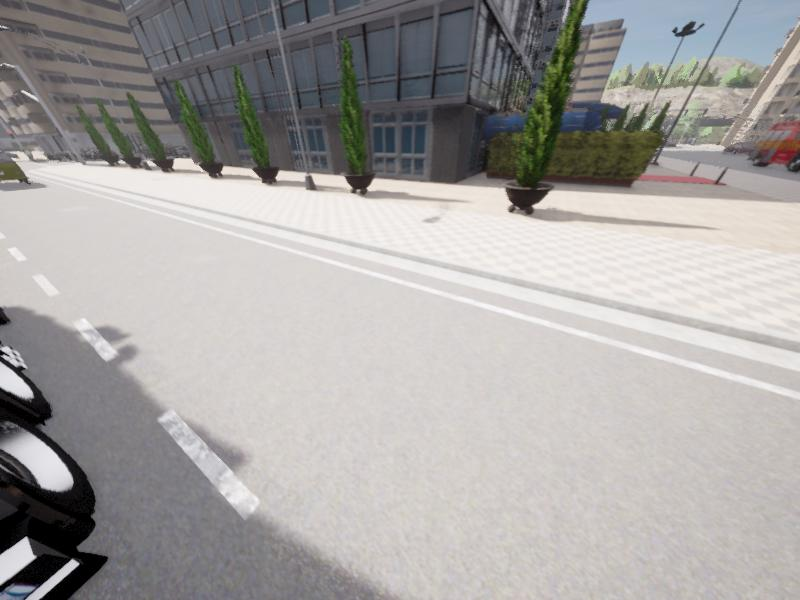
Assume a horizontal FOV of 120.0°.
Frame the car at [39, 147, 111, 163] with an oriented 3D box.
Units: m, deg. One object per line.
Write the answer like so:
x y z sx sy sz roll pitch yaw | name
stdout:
-43.475 -19.606 31.101 1.930 1.638 5.238 16 38 22 | car

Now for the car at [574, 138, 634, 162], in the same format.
23.798 -17.589 26.980 6.274 2.098 2.390 -18 39 -24 | car

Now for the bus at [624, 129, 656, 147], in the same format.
75.009 -50.745 72.494 3.944 4.253 10.273 18 39 24 | bus

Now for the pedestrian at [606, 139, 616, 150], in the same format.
44.258 -32.587 48.485 0.751 1.860 0.751 16 38 22 | pedestrian

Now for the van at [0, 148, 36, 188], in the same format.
-26.020 -8.461 14.699 4.442 1.987 1.775 18 39 24 | van

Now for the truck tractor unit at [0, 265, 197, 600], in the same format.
-5.114 -0.296 0.786 6.516 4.208 3.053 18 39 24 | truck tractor unit

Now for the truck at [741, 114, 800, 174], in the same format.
33.421 -12.680 18.562 2.891 3.827 8.468 18 39 25 | truck

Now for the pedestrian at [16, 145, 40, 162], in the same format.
-49.013 -19.258 30.448 0.751 1.860 0.751 14 37 19 | pedestrian

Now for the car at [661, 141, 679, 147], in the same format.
79.058 -45.700 67.697 2.033 1.411 5.357 18 39 24 | car

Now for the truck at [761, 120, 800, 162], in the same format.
46.150 -17.497 25.359 2.891 3.827 8.468 18 39 24 | truck
